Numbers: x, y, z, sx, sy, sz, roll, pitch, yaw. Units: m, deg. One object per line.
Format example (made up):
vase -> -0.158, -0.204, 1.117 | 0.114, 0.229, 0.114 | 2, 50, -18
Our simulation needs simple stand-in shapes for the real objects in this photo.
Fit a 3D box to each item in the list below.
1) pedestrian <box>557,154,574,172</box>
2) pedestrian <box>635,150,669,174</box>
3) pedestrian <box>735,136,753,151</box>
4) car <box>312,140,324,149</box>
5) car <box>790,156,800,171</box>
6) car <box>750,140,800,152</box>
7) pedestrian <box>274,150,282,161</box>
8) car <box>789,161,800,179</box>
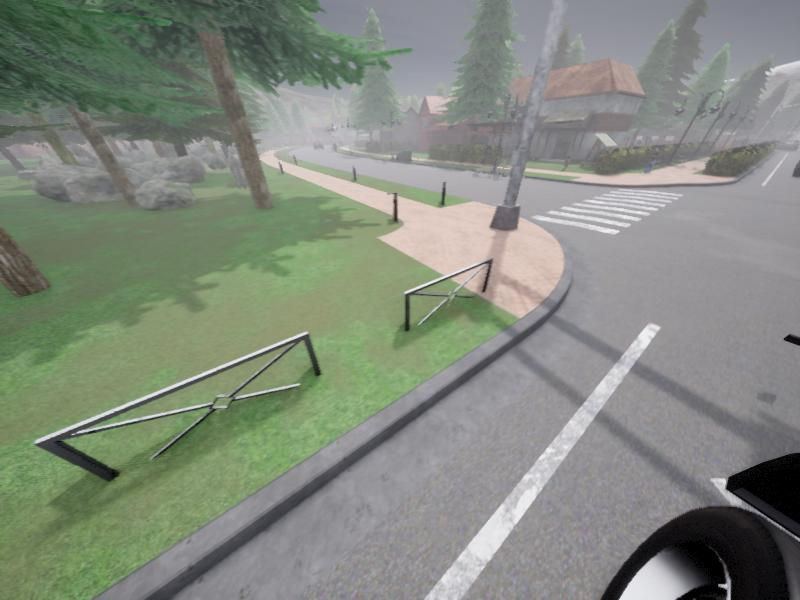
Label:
pedestrian -> 12.438, -10.261, 17.349 | 0.500, 1.100, 0.500 | -18, 39, -23
pedestrian -> 16.449, -9.034, 15.122 | 0.751, 1.300, 0.751 | -6, 36, -8
pedestrian -> 54.325, -24.717, 36.523 | 0.751, 1.860, 0.751 | -23, 41, -28
car -> -20.430, -38.918, 57.923 | 2.097, 1.767, 4.553 | -6, 36, -8
car -> 32.931, -11.038, 17.942 | 4.902, 1.511, 2.128 | -22, 41, -28
car -> 67.369, -27.547, 41.279 | 2.242, 1.667, 4.611 | -14, 38, -19
pedestrian -> -14.098, -16.693, 26.693 | 0.500, 1.100, 0.500 | -22, 40, -27
car -> 27.365, -8.797, 14.715 | 4.856, 1.649, 2.033 | -22, 41, -28
